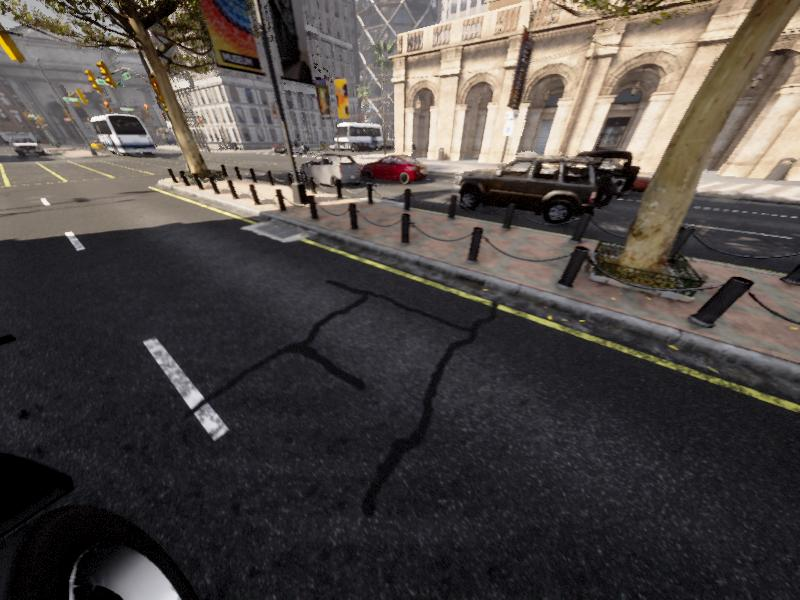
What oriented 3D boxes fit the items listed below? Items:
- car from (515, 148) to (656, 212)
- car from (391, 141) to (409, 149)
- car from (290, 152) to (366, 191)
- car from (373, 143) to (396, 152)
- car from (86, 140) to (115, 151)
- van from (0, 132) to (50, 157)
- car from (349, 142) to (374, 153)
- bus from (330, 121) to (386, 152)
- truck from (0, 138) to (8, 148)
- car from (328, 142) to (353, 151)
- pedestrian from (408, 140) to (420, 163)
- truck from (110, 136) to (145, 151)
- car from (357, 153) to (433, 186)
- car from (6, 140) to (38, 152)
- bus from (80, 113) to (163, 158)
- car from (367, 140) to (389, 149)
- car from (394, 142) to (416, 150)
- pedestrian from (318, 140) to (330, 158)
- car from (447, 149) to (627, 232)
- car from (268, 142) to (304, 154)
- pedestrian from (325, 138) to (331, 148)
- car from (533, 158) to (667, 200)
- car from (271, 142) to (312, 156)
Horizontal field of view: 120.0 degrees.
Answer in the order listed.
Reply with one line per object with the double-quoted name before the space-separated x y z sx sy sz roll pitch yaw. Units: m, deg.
"car" 7.369 -5.181 9.673 3.866 1.878 1.905 22 41 28
"car" 0.017 -35.628 53.049 2.007 1.525 4.514 22 41 28
"car" -3.923 -7.183 12.715 3.633 1.501 1.845 22 41 28
"car" -2.963 -29.605 44.688 1.895 1.301 4.718 22 41 28
"car" -51.709 -26.706 39.872 5.366 1.575 1.801 22 41 28
"van" -48.144 -19.964 29.621 6.366 2.431 2.351 22 41 28
"car" -6.687 -26.620 40.270 1.816 1.474 4.193 22 41 28
"bus" -7.483 -30.496 43.350 3.944 4.253 10.273 22 40 28
"truck" -84.404 -31.387 45.739 6.274 2.098 2.390 -25 43 -32
"car" -11.437 -29.691 44.730 1.895 1.301 4.718 22 41 28
"pedestrian" 1.369 -14.690 22.807 0.751 1.860 0.751 -25 42 -31
"truck" -49.615 -28.527 42.022 6.274 2.098 2.390 22 41 28
"car" -0.343 -8.114 14.208 4.181 1.385 1.994 22 41 28
"car" -60.292 -24.580 36.840 4.902 1.511 2.128 23 41 28
"bus" -36.661 -21.571 30.425 10.273 4.253 3.944 22 41 28
"car" -4.917 -35.178 52.241 2.242 1.667 4.611 23 41 28
"car" 1.151 -32.992 49.439 2.033 1.411 5.357 22 41 28
"pedestrian" -9.720 -19.389 29.621 0.751 1.860 0.751 23 41 28
"car" 4.259 -3.980 7.957 4.605 1.855 1.932 22 41 27
"car" -18.112 -24.304 36.906 1.812 1.442 4.674 24 41 29
"pedestrian" -16.267 -35.687 52.382 0.751 1.860 0.751 22 41 28
"car" 9.734 -6.263 11.735 4.718 1.301 1.895 22 41 28
"car" -15.957 -22.493 34.284 2.038 1.542 4.974 22 41 27
